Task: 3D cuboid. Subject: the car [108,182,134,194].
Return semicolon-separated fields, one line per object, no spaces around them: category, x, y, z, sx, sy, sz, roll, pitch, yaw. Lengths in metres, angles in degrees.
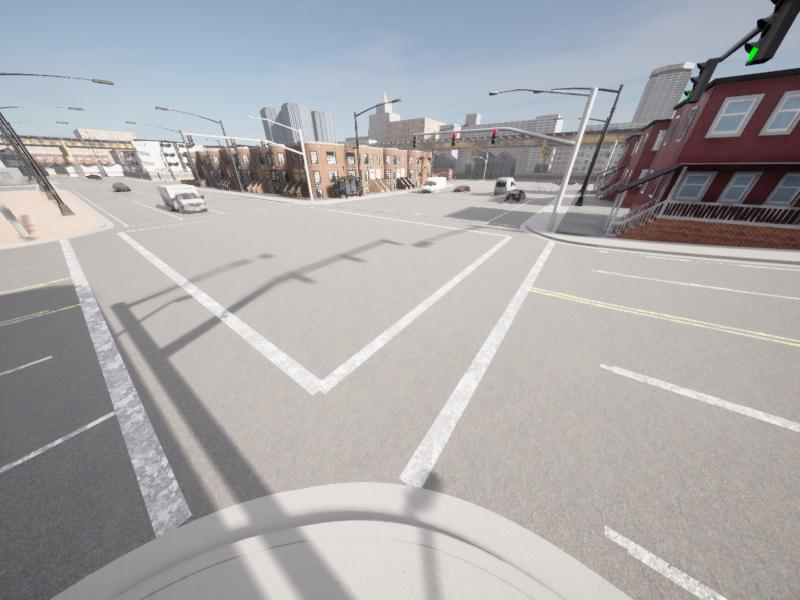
car;-51.307;-20.667;42.455;5.238;1.638;1.930;20;36;31

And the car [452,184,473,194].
car;11.246;-20.084;41.718;1.994;1.385;4.181;20;36;31

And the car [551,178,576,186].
car;41.372;-29.840;58.473;4.902;1.511;2.128;20;36;31

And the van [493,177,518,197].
van;17.846;-19.184;38.986;1.988;2.561;5.915;20;36;31

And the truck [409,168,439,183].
truck;7.000;-37.006;68.570;8.468;3.827;2.891;20;36;31

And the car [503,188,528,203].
car;16.131;-14.586;32.119;1.812;1.442;4.674;20;36;31

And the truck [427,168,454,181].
truck;13.748;-43.222;79.337;8.468;3.827;2.891;20;36;31

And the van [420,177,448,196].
van;5.946;-19.960;40.332;1.988;2.561;5.915;20;36;31

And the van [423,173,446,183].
van;10.567;-37.301;70.480;6.366;2.431;2.351;21;36;31

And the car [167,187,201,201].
car;-31.494;-15.524;33.674;4.902;1.511;2.128;20;36;31

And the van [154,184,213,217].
van;-22.468;-10.444;23.962;6.366;2.431;2.351;20;36;31
